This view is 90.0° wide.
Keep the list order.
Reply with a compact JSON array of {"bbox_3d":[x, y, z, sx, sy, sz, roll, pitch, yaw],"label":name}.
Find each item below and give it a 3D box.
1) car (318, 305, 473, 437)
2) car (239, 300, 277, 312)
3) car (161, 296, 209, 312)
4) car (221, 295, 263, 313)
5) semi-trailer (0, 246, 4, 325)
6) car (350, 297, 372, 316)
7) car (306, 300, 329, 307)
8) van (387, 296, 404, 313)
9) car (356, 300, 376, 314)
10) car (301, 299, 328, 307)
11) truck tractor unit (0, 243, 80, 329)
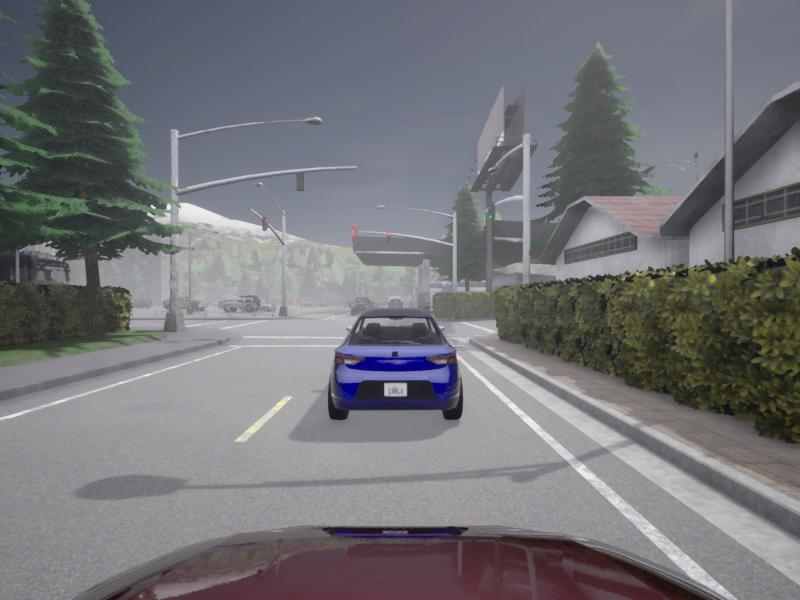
[{"bbox_3d":[-0.077,0.854,6.770,1.816,1.474,4.193,0,0,-1],"label":"car"},{"bbox_3d":[-16.706,0.704,47.253,3.806,1.475,1.970,0,0,-1],"label":"car"},{"bbox_3d":[-25.183,0.441,47.071,4.605,1.855,1.932,0,0,-1],"label":"car"},{"bbox_3d":[-17.261,0.420,43.919,3.866,1.878,1.905,0,0,-1],"label":"car"},{"bbox_3d":[-29.314,-0.810,20.863,14.254,4.402,2.717,0,0,-2],"label":"semi-trailer"},{"bbox_3d":[-3.957,0.646,41.350,1.905,1.878,3.866,0,0,-1],"label":"car"},{"bbox_3d":[-17.444,0.683,84.640,4.514,1.523,2.007,0,0,-1],"label":"car"},{"bbox_3d":[-0.568,0.571,51.418,2.069,2.038,4.480,0,0,-1],"label":"van"},{"bbox_3d":[-4.027,0.778,47.802,2.033,1.649,4.856,0,0,-1],"label":"car"},{"bbox_3d":[-17.339,0.674,81.505,5.027,1.636,2.152,0,0,-1],"label":"car"},{"bbox_3d":[-21.386,-0.714,21.085,6.516,4.208,3.053,0,1,-2],"label":"truck tractor unit"}]
